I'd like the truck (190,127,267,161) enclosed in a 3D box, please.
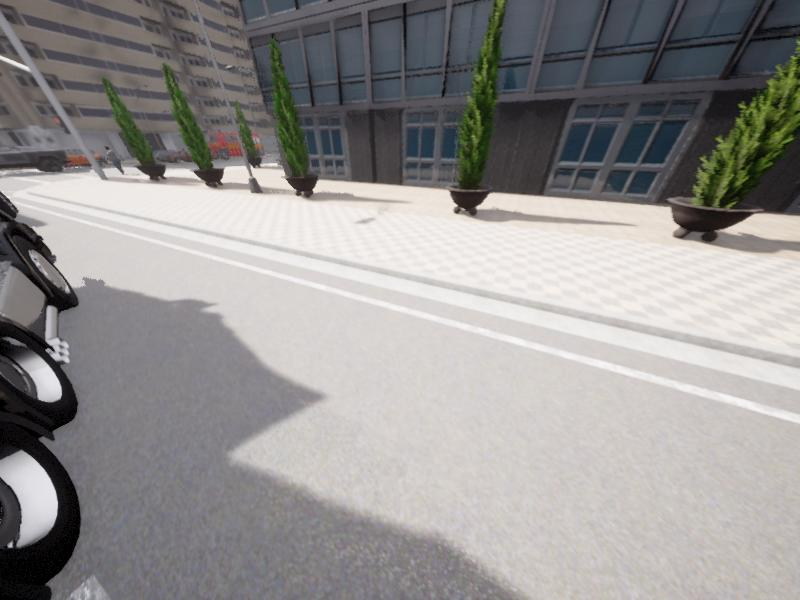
[{"bbox_3d":[-25.441,-23.646,35.071,2.891,3.827,8.468,15,37,21],"label":"truck"}]

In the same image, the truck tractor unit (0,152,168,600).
[{"bbox_3d":[-4.913,-0.457,1.035,6.516,4.208,3.053,26,42,32],"label":"truck tractor unit"}]

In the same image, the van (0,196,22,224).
[{"bbox_3d":[-15.744,-3.700,7.694,4.442,1.987,1.775,15,37,20],"label":"van"}]

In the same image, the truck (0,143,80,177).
[{"bbox_3d":[-31.208,-11.063,18.245,2.390,2.098,6.274,14,37,20],"label":"truck"}]

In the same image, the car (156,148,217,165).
[{"bbox_3d":[-25.813,-17.585,28.245,1.882,1.535,5.008,15,37,20],"label":"car"}]

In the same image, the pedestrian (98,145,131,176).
[{"bbox_3d":[-20.919,-10.253,16.952,0.751,1.860,0.751,29,44,35],"label":"pedestrian"}]

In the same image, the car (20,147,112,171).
[{"bbox_3d":[-32.804,-14.101,22.919,2.097,1.767,4.553,17,38,23],"label":"car"}]

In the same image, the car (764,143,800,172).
[{"bbox_3d":[37.642,-13.631,21.937,6.274,2.098,2.390,-22,40,-28],"label":"car"}]

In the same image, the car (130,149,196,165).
[{"bbox_3d":[-29.331,-17.952,28.901,2.033,1.411,5.357,15,37,20],"label":"car"}]
